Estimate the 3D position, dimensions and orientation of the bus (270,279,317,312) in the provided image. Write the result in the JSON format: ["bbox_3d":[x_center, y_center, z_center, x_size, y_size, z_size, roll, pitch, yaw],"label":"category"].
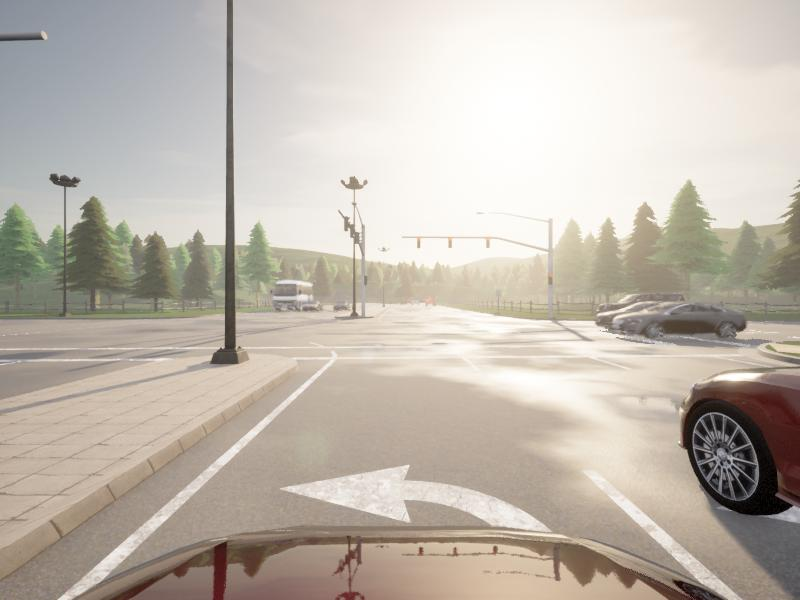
[{"bbox_3d":[-14.866,-0.584,56.806,3.944,4.253,10.273,0,0,0],"label":"bus"}]

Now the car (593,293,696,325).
[{"bbox_3d":[16.349,0.546,27.002,5.566,2.045,2.150,0,0,2],"label":"car"}]

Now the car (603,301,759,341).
[{"bbox_3d":[11.287,0.822,16.361,4.902,1.511,2.128,0,0,-1],"label":"car"}]

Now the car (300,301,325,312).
[{"bbox_3d":[-11.490,0.848,52.957,2.033,1.411,5.357,0,0,0],"label":"car"}]

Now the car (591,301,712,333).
[{"bbox_3d":[12.441,0.828,20.039,4.892,1.490,1.837,0,0,2],"label":"car"}]

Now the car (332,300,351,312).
[{"bbox_3d":[-7.987,0.796,54.890,1.837,1.490,4.892,0,0,0],"label":"car"}]

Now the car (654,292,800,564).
[{"bbox_3d":[3.500,0.779,1.307,2.152,1.651,5.027,0,0,0],"label":"car"}]
